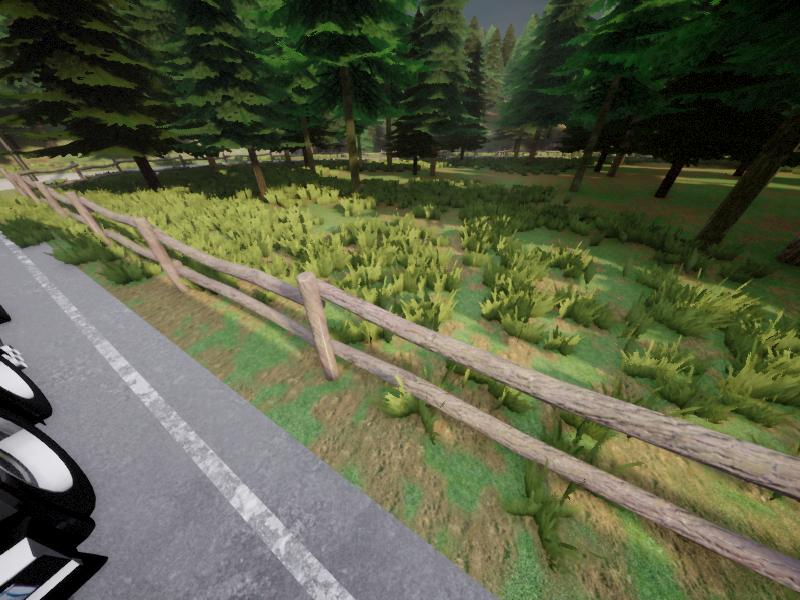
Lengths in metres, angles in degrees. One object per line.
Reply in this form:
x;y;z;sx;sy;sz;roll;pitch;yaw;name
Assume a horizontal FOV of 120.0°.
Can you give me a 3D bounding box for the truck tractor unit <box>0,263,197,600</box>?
-5.109;-0.303;0.782;6.516;4.208;3.053;18;39;24;truck tractor unit
